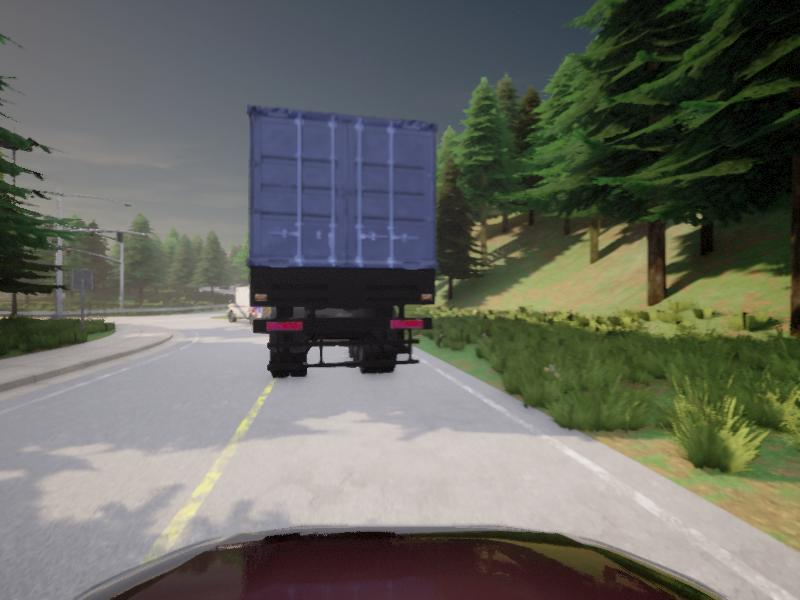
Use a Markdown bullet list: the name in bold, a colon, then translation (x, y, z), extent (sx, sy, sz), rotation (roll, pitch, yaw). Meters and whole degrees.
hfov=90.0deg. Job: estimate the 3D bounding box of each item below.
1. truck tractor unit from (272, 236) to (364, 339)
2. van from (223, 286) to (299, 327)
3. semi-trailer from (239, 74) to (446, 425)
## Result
- **truck tractor unit**: translation (-4.331, -0.515, 19.858), extent (3.053, 4.208, 6.516), rotation (0, 0, -25)
- **van**: translation (-9.446, 0.368, 26.785), extent (2.351, 2.431, 6.366), rotation (0, 0, -44)
- **semi-trailer**: translation (-2.224, -0.625, 12.263), extent (2.717, 4.402, 14.254), rotation (0, 0, -12)
